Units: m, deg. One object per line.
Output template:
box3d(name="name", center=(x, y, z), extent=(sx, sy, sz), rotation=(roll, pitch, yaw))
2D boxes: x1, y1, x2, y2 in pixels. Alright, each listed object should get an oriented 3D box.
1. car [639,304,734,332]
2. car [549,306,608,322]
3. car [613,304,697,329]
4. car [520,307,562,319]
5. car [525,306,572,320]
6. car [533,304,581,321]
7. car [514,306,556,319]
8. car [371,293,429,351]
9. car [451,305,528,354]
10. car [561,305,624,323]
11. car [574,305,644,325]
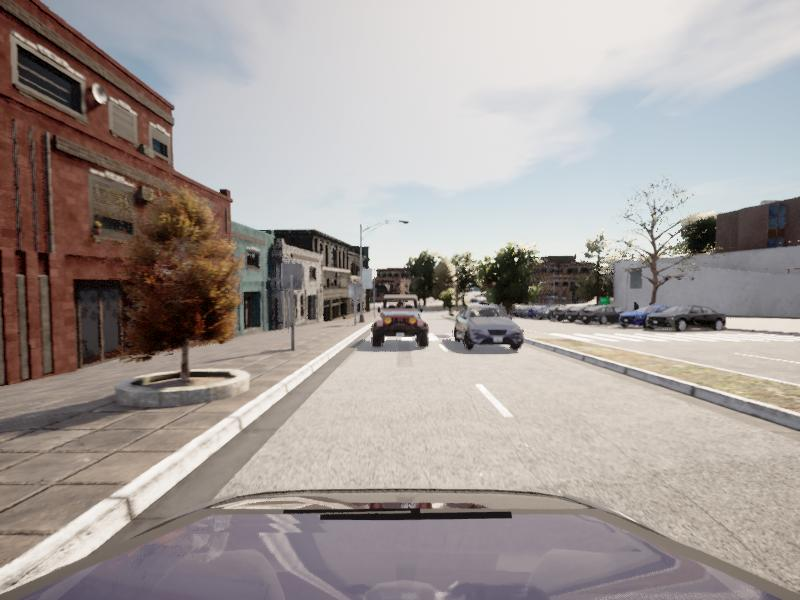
box3d(name="car", center=(16.977, 1.047, 23.737), extent=(5.008, 1.535, 2.097), rotation=(1, -1, -20))
box3d(name="car", center=(17.150, 1.341, 38.523), extent=(4.892, 1.521, 2.231), rotation=(1, -2, -18))
box3d(name="car", center=(16.981, 1.101, 26.698), extent=(5.008, 1.535, 2.097), rotation=(1, -1, -20))
box3d(name="car", center=(17.765, 1.646, 50.309), extent=(4.674, 1.452, 2.002), rotation=(1, -1, -15))
box3d(name="car", center=(17.564, 1.537, 47.368), extent=(5.008, 1.535, 2.097), rotation=(1, -2, -16))
box3d(name="car", center=(17.438, 1.346, 44.430), extent=(4.553, 1.767, 2.185), rotation=(1, -1, -17))
box3d(name="car", center=(17.975, 1.676, 53.261), extent=(4.892, 1.521, 2.231), rotation=(1, -2, -15))
box3d(name="car", center=(0.007, 0.729, 14.943), extent=(1.905, 1.878, 3.866), rotation=(0, -1, 0))
box3d(name="car", center=(3.004, 0.932, 14.333), extent=(1.816, 1.474, 4.193), rotation=(0, -1, 0))
box3d(name="car", center=(17.067, 1.278, 35.569), extent=(4.892, 1.521, 2.231), rotation=(1, -1, -18))
box3d(name="car", center=(17.010, 1.218, 32.611), extent=(4.892, 1.521, 2.231), rotation=(1, -1, -19))
